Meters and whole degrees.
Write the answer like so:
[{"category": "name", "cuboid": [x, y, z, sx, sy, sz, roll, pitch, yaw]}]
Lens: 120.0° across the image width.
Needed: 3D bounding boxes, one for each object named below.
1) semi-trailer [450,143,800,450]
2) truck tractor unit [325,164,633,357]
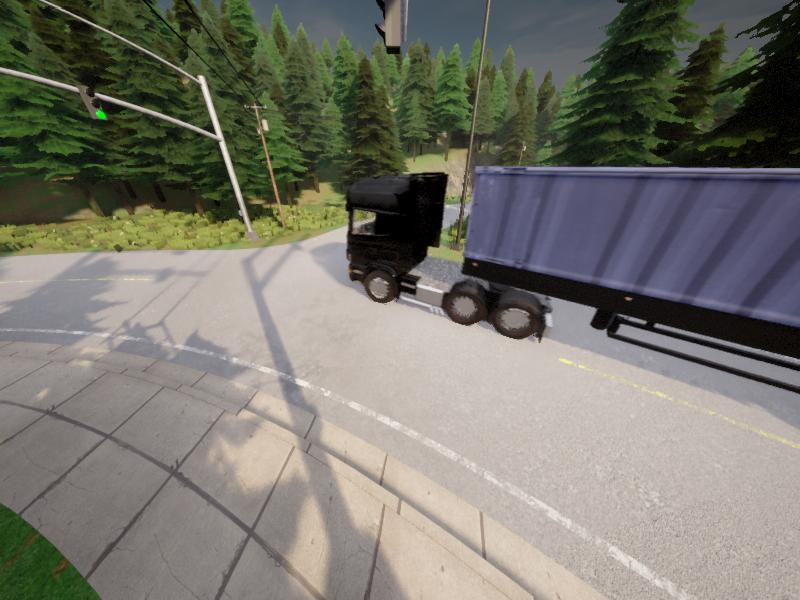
[{"category": "semi-trailer", "cuboid": [8.128, 0.277, 3.410, 14.254, 4.402, 2.717, 20, 35, 30]}, {"category": "truck tractor unit", "cuboid": [1.549, -1.819, 7.244, 6.516, 4.208, 3.053, 15, 33, 23]}]
